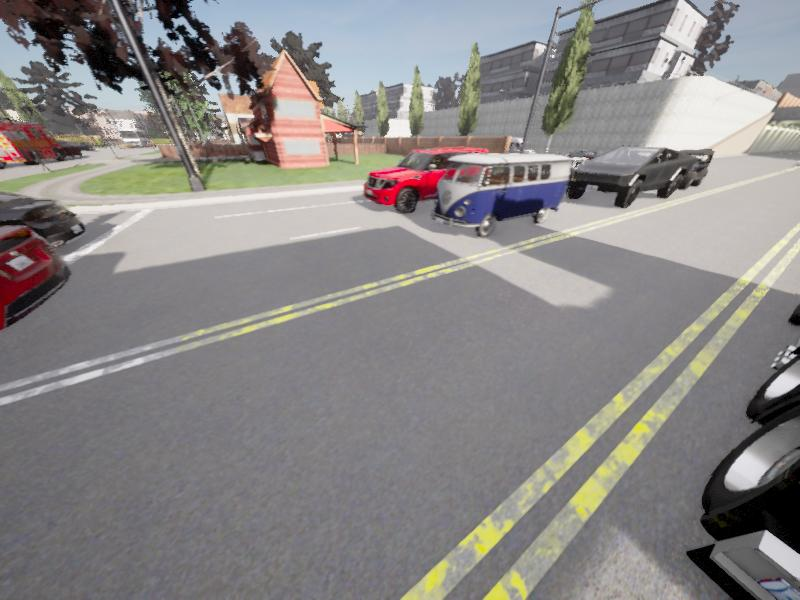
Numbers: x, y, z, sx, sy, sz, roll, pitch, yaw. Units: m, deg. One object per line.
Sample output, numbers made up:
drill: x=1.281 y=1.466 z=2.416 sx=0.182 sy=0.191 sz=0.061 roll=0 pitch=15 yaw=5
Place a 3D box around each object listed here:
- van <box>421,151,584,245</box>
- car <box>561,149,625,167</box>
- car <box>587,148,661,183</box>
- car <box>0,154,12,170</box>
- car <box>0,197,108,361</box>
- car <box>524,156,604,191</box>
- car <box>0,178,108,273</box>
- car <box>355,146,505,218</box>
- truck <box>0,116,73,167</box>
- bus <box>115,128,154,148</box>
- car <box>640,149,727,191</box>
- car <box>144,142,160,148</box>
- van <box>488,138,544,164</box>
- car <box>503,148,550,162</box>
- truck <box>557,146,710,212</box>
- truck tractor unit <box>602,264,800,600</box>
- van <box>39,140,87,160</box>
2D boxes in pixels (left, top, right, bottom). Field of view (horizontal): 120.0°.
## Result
van: x=3.040 y=-3.319 z=7.080 sx=4.442 sy=1.987 sz=1.775 roll=-18 pitch=39 yaw=-24
car: x=21.558 y=-16.077 z=26.030 sx=2.128 sy=1.511 sz=4.902 roll=-18 pitch=39 yaw=-25
car: x=15.962 y=-9.702 z=16.482 sx=4.605 sy=1.855 sz=1.932 roll=-20 pitch=40 yaw=-27
car: x=-33.760 y=-10.699 z=17.652 sx=2.152 sy=1.651 sz=5.027 roll=-19 pitch=39 yaw=-26
car: x=-7.086 y=0.158 z=2.379 sx=4.514 sy=1.525 sz=2.007 roll=-18 pitch=39 yaw=-24
car: x=9.737 y=-7.625 z=13.785 sx=3.806 sy=1.475 sz=1.970 roll=-18 pitch=39 yaw=-25
car: x=-9.842 y=-1.238 z=4.392 sx=4.892 sy=1.490 sz=1.837 roll=-18 pitch=39 yaw=-25
car: x=1.292 y=-5.067 z=9.519 sx=5.566 sy=2.045 sz=2.150 roll=-18 pitch=39 yaw=-24
truck: x=-38.211 y=-15.765 z=22.966 sx=2.891 sy=3.827 sz=8.468 roll=-19 pitch=39 yaw=-25
bus: x=-72.934 y=-44.717 z=63.891 sx=3.944 sy=4.253 sz=10.273 roll=-19 pitch=39 yaw=-26
car: x=16.912 y=-7.860 z=13.831 sx=3.866 sy=1.878 sz=1.905 roll=-19 pitch=39 yaw=-25
car: x=-68.078 y=-42.644 z=63.545 sx=1.895 sy=1.301 sz=4.718 roll=-19 pitch=39 yaw=-26
van: x=14.648 y=-19.309 z=29.711 sx=1.988 sy=2.561 sz=5.915 roll=-18 pitch=39 yaw=-25
car: x=17.315 y=-20.180 z=31.993 sx=2.033 sy=1.411 sz=5.357 roll=-18 pitch=39 yaw=-25
truck: x=10.642 y=-5.775 z=10.588 sx=6.274 sy=2.098 sz=2.390 roll=-17 pitch=39 yaw=-24
truck tractor unit: x=5.113 y=-0.298 z=0.790 sx=6.516 sy=4.208 sz=3.053 roll=-18 pitch=39 yaw=-24
van: x=-43.003 y=-19.326 z=29.652 sx=1.775 sy=1.987 sz=4.442 roll=-21 pitch=40 yaw=-27
